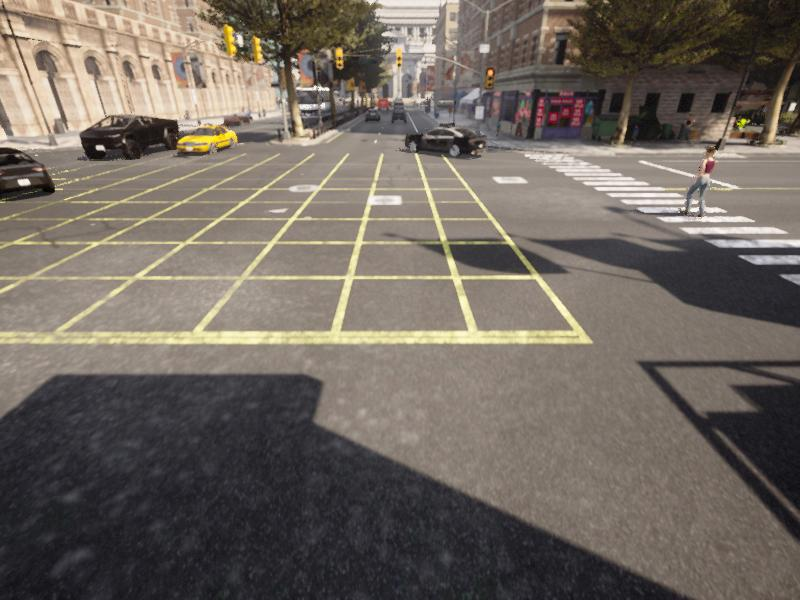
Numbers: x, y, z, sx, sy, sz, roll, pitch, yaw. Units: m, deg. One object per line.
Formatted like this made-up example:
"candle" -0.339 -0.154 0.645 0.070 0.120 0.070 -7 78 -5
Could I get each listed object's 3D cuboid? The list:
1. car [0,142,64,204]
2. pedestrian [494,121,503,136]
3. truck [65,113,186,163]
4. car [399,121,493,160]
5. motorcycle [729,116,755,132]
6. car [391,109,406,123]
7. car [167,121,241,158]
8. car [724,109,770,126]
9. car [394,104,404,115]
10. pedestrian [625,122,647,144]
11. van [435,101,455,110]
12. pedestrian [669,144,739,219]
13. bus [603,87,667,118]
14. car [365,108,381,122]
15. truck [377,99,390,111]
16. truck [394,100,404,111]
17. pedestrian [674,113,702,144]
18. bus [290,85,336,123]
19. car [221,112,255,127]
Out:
"car" -13.937 -4.508 13.874 4.193 1.474 1.816 16 31 29
"pedestrian" 7.915 -13.808 32.179 0.500 1.100 0.500 0 27 -1
"truck" -15.049 -9.348 22.673 2.390 2.098 6.274 0 27 0
"car" 2.535 -9.350 23.220 5.238 1.638 1.930 23 36 37
"motorcycle" 31.979 -16.456 37.410 2.033 1.145 0.803 -15 41 -27
"car" -0.142 -23.903 51.904 1.837 1.490 4.892 0 27 0
"car" -11.551 -9.802 24.139 1.801 1.575 5.366 0 27 0
"car" 41.452 -21.883 47.916 1.851 1.617 3.988 0 27 0
"car" -0.213 -35.721 74.912 1.930 1.638 5.238 0 27 0
"pedestrian" 15.857 -11.226 26.914 0.751 1.300 0.751 -3 27 -7
"van" 10.611 -46.328 95.289 4.480 2.038 2.069 1 27 1
"pedestrian" 8.218 -3.218 10.916 0.751 1.860 0.751 -1 27 -2
"bus" 37.986 -32.277 65.371 3.944 4.253 10.273 0 27 0
"car" -3.647 -25.206 54.473 1.970 1.475 3.806 0 27 0
"truck" -3.765 -44.698 91.598 2.627 2.467 5.204 0 27 0
"truck" -0.277 -46.705 95.944 2.390 2.098 6.274 0 27 0
"pedestrian" 19.402 -11.582 27.003 0.751 1.860 0.751 -3 27 -6
"bus" -11.532 -26.744 54.415 3.944 4.253 10.273 0 27 0
"car" -18.371 -20.583 45.563 1.895 1.301 4.718 0 27 0
